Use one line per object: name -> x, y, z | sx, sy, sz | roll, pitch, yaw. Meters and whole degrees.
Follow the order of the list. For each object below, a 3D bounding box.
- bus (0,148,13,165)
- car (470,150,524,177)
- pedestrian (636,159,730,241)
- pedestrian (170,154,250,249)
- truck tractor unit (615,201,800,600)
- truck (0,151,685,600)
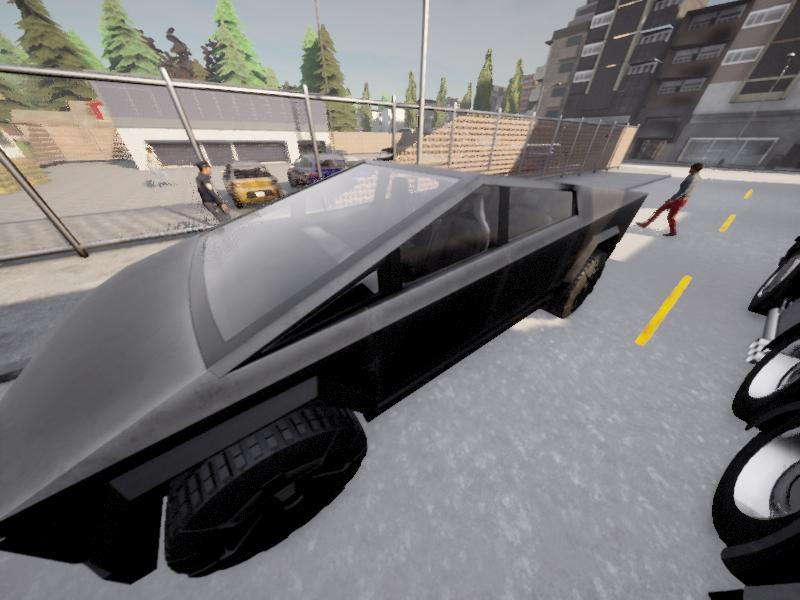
bus -> -45.852, -15.684, 22.447 | 10.273, 4.253, 3.944 | 9, 36, 12
car -> 7.484, -10.685, 17.916 | 3.705, 1.547, 1.789 | -22, 41, -29
pedestrian -> 7.525, -2.690, 6.247 | 0.751, 1.860, 0.751 | -21, 40, -28
pedestrian -> -4.352, -2.286, 5.396 | 0.751, 1.860, 0.751 | -26, 43, -33
truck tractor unit -> 4.995, -0.404, 0.921 | 6.516, 4.208, 3.053 | -23, 41, -29
truck -> 0.453, -0.497, 2.880 | 6.274, 2.098, 2.390 | -22, 41, -29
